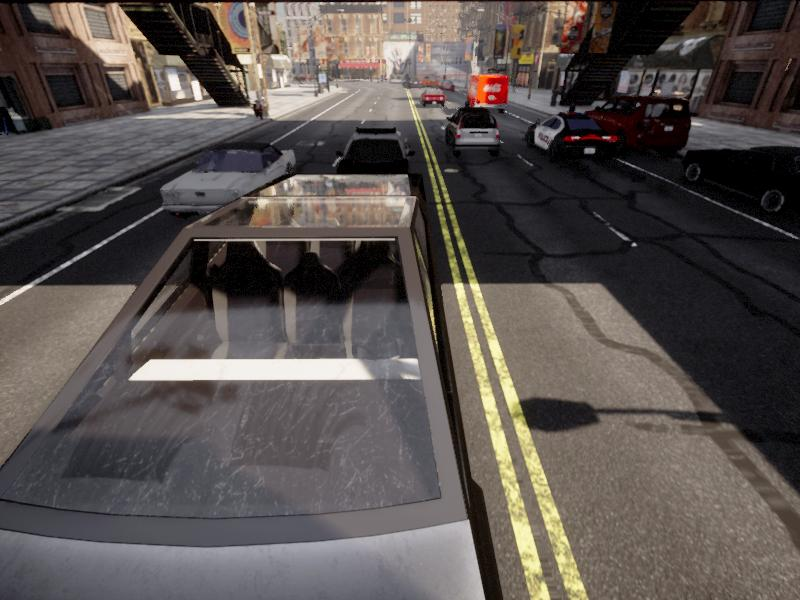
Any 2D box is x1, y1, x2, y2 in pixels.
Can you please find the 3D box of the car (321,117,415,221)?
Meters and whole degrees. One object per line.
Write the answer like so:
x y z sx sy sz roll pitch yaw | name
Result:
-0.633 -3.815 10.915 1.930 1.638 5.238 0 30 0 | car

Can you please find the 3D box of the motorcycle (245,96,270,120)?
-9.014 -12.150 25.290 0.856 1.236 1.805 -17 34 -26 | motorcycle

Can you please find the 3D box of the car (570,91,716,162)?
9.474 -7.317 16.486 2.435 2.045 5.566 0 30 0 | car

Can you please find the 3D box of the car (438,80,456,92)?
6.387 -29.518 55.126 1.994 1.385 4.181 0 30 0 | car

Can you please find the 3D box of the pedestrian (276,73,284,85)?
-21.330 -39.221 70.994 0.751 1.860 0.751 -26 39 -37 | pedestrian

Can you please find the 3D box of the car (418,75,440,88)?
4.783 -36.589 66.838 2.097 1.767 4.553 -10 32 -17 | car

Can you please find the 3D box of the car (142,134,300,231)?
-4.140 -3.238 10.280 1.895 1.301 4.718 0 30 1 | car

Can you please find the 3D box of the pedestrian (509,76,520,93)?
13.906 -26.139 48.508 0.751 1.860 0.751 -6 31 -10 | pedestrian

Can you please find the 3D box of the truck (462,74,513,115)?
6.408 -15.504 30.076 2.627 2.467 5.204 0 30 0 | truck

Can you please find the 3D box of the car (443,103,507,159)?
2.911 -7.021 16.425 1.851 1.617 3.988 0 30 0 | car

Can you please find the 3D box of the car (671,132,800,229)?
9.522 -3.269 10.285 1.895 1.301 4.718 0 30 0 | car

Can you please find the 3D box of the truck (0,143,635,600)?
-0.709 0.180 3.676 2.390 2.098 6.274 0 30 0 | truck

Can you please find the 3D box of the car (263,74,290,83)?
-26.827 -48.073 86.822 5.366 1.575 1.801 11 32 18 | car

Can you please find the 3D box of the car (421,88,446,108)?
2.907 -18.063 35.629 1.895 1.301 4.718 0 30 0 | car

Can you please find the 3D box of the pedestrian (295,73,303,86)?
-16.782 -36.578 66.459 0.751 1.860 0.751 -22 37 -33 | pedestrian

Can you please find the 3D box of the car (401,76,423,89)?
1.916 -35.011 64.395 2.242 1.667 4.611 -8 31 -13 | car

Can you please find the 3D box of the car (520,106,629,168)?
6.408 -6.432 15.479 2.038 1.542 4.974 0 30 0 | car
